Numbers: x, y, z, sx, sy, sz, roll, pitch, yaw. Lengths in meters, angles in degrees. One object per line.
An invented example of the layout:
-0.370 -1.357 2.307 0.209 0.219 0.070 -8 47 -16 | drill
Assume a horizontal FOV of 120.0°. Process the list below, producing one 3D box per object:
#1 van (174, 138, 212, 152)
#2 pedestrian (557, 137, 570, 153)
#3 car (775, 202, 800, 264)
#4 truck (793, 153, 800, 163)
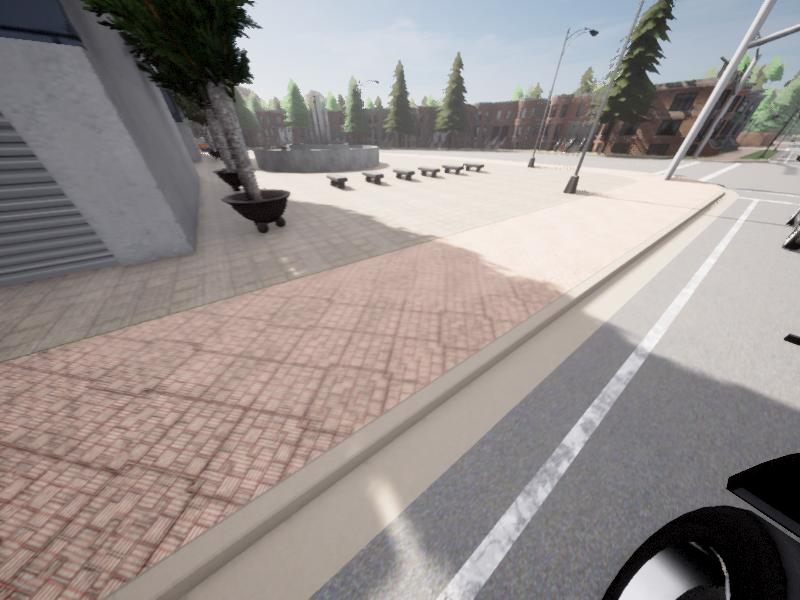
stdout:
-38.231 -28.707 42.772 4.442 1.987 1.775 -12 37 -15 | van
23.379 -22.222 33.098 0.751 1.860 0.751 -25 42 -30 | pedestrian
10.975 -1.996 5.208 5.238 1.638 1.930 -22 41 -28 | car
40.985 -14.582 22.013 5.204 2.467 2.627 -22 41 -28 | truck
